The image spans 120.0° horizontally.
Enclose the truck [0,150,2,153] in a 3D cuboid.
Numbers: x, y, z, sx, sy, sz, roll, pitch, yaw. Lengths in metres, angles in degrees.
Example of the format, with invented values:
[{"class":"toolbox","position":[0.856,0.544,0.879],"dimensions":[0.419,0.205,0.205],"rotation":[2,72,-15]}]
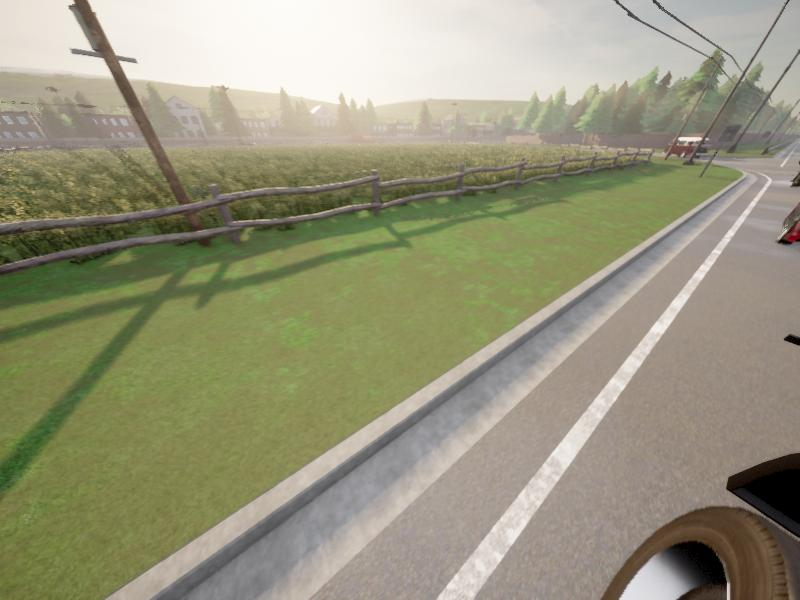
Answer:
[{"class":"truck","position":[-87.366,-30.883,45.137],"dimensions":[8.468,3.827,2.891],"rotation":[-22,41,-28]}]

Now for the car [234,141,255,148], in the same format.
[{"class":"car","position":[-46.316,-46.490,68.971],"dimensions":[4.792,1.488,2.163],"rotation":[-22,41,-28]}]

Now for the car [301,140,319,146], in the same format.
[{"class":"car","position":[-29.305,-50.929,75.071],"dimensions":[5.008,1.535,1.882],"rotation":[-22,41,-28]}]

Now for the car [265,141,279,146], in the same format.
[{"class":"car","position":[-41.556,-50.904,75.113],"dimensions":[3.633,1.501,1.845],"rotation":[-22,41,-28]}]

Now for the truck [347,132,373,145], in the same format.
[{"class":"truck","position":[-14.348,-57.912,82.858],"dimensions":[8.468,3.827,2.891],"rotation":[-22,41,-28]}]

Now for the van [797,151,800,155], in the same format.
[{"class":"van","position":[56.884,-21.039,31.164],"dimensions":[6.366,2.431,2.351],"rotation":[-22,41,-28]}]

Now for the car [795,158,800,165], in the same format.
[{"class":"car","position":[38.510,-13.160,20.964],"dimensions":[4.792,1.488,2.163],"rotation":[-22,41,-28]}]

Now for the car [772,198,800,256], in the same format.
[{"class":"car","position":[11.209,-2.000,5.463],"dimensions":[4.181,1.385,1.994],"rotation":[-22,41,-28]}]

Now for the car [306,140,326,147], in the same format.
[{"class":"car","position":[-26.481,-49.617,73.181],"dimensions":[5.366,1.575,1.801],"rotation":[-22,41,-28]}]

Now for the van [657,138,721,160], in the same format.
[{"class":"van","position":[34.231,-18.160,27.608],"dimensions":[2.069,2.038,4.480],"rotation":[6,36,9]}]

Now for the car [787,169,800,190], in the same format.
[{"class":"car","position":[22.445,-6.667,11.769],"dimensions":[5.027,1.651,2.152],"rotation":[-22,41,-28]}]
